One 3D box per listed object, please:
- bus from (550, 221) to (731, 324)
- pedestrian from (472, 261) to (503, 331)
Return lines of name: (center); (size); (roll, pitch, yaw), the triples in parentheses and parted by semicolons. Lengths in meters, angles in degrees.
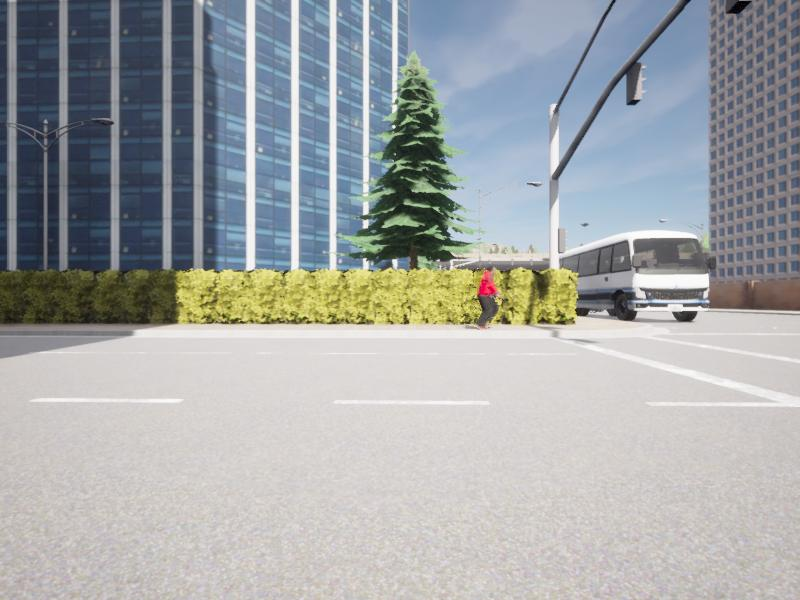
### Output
bus: (11.921, -1.136, 21.768); (3.944, 4.253, 10.273); (0, 0, 2)
pedestrian: (2.400, -0.116, 11.009); (0.751, 1.860, 0.751); (0, 0, 5)
